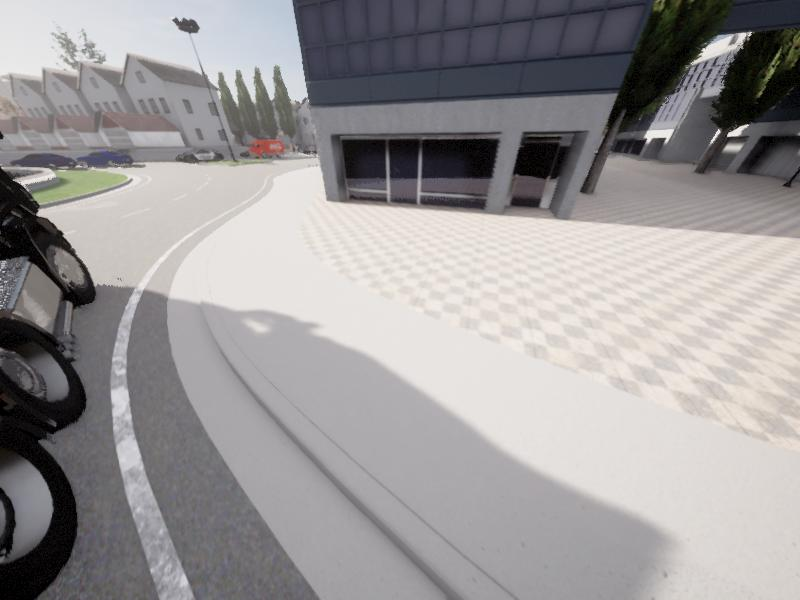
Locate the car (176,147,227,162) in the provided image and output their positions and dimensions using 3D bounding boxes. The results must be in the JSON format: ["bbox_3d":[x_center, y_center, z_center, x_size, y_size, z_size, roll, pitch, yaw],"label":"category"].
[{"bbox_3d":[-28.186,-20.790,32.950,2.033,1.649,4.856,19,39,26],"label":"car"}]

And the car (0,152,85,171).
[{"bbox_3d":[-34.988,-13.571,22.669,4.674,1.442,1.812,-4,35,-6],"label":"car"}]

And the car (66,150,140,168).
[{"bbox_3d":[-32.856,-15.720,25.695,5.008,1.535,1.882,-1,34,0],"label":"car"}]

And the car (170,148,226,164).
[{"bbox_3d":[-26.264,-18.872,30.241,2.038,1.542,4.974,21,40,27],"label":"car"}]

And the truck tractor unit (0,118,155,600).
[{"bbox_3d":[-4.846,-0.503,1.081,6.516,4.208,3.053,28,44,34],"label":"truck tractor unit"}]
